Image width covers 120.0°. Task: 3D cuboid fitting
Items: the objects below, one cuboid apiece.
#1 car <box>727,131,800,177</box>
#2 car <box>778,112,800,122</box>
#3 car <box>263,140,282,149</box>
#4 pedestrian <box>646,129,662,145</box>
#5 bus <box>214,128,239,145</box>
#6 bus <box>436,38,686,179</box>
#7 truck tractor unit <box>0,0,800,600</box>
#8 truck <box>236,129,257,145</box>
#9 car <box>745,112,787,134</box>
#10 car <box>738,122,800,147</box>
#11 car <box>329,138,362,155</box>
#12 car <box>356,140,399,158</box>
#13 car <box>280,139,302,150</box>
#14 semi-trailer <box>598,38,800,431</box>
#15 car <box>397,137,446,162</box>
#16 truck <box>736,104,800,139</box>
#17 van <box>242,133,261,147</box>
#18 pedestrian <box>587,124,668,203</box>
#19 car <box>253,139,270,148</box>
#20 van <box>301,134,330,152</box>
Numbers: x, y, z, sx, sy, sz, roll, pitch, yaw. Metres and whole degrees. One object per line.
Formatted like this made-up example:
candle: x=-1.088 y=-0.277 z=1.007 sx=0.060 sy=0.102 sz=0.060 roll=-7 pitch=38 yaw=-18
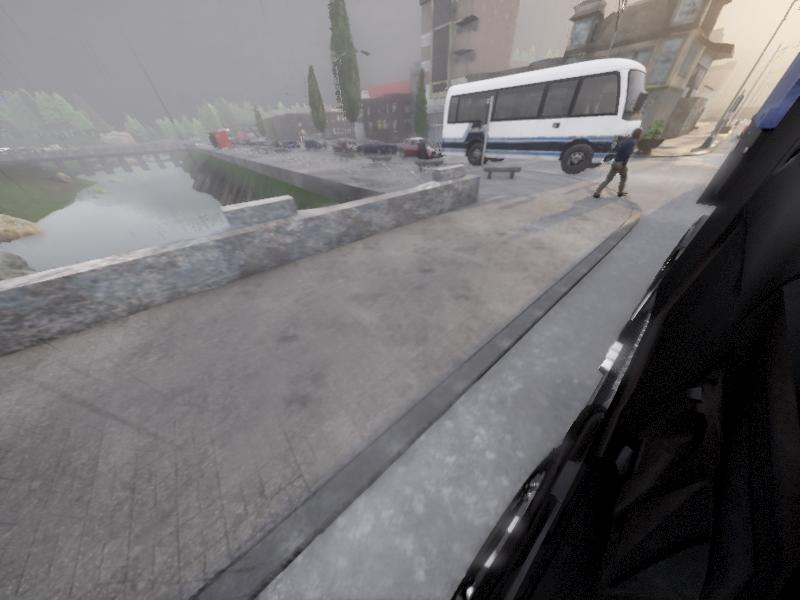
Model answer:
car: x=17.182 y=-6.843 z=10.642 sx=4.718 sy=1.301 sz=1.895 roll=-28 pitch=43 yaw=-30
car: x=86.111 y=-40.604 z=51.135 sx=5.238 sy=1.638 sz=1.930 roll=-28 pitch=43 yaw=-30
car: x=-25.533 y=-31.202 z=46.211 sx=1.895 sy=1.301 sz=4.718 roll=-28 pitch=43 yaw=-30
pedestrian: x=22.028 y=-14.123 z=20.051 sx=0.500 sy=1.100 sz=0.500 roll=-28 pitch=44 yaw=-30
bus: x=-58.497 y=-54.910 z=77.771 sx=3.944 sy=4.253 sz=10.273 roll=-28 pitch=43 yaw=-30
bus: x=7.347 y=-10.128 z=13.233 sx=3.944 sy=4.253 sz=10.273 roll=-29 pitch=44 yaw=-31
truck tractor unit: x=2.645 y=-0.295 z=0.351 sx=6.516 sy=4.208 sz=3.053 roll=-28 pitch=44 yaw=-30
truck: x=-48.690 y=-51.676 z=73.133 sx=2.891 sy=3.827 sz=8.468 roll=-28 pitch=43 yaw=-30
car: x=42.907 y=-20.797 z=27.186 sx=3.866 sy=1.878 sz=1.905 roll=-28 pitch=43 yaw=-30
car: x=28.693 y=-13.008 z=18.098 sx=4.181 sy=1.385 sz=1.994 roll=-28 pitch=44 yaw=-30
car: x=-6.497 y=-18.308 z=27.469 sx=1.970 sy=1.475 sz=3.806 roll=-28 pitch=44 yaw=-30
car: x=-2.353 y=-15.419 z=23.463 sx=1.895 sy=1.301 sz=4.718 roll=-28 pitch=43 yaw=-30
car: x=-18.714 y=-26.629 z=39.463 sx=1.816 sy=1.474 sz=4.193 roll=-28 pitch=44 yaw=-30
semi-trailer: x=8.694 y=-3.605 z=4.238 sx=14.254 sy=4.402 sz=2.717 roll=-28 pitch=43 yaw=-30
car: x=1.724 y=-12.706 z=19.395 sx=1.970 sy=1.475 sz=3.806 roll=-28 pitch=44 yaw=-30
truck: x=35.289 y=-16.965 z=22.076 sx=5.204 sy=2.467 sz=2.627 roll=-27 pitch=43 yaw=-30
van: x=-36.319 y=-39.041 z=56.382 sx=1.988 sy=2.561 sz=5.915 roll=-28 pitch=43 yaw=-30
pedestrian: x=6.493 y=-3.940 z=6.749 sx=0.751 sy=1.860 sz=0.751 roll=-3 pitch=37 yaw=0
car: x=-30.892 y=-34.910 z=51.423 sx=1.812 sy=1.442 sz=4.674 roll=-28 pitch=43 yaw=-30
van: x=-11.965 y=-22.231 z=32.677 sx=1.775 sy=1.987 sz=4.442 roll=-28 pitch=43 yaw=-30
